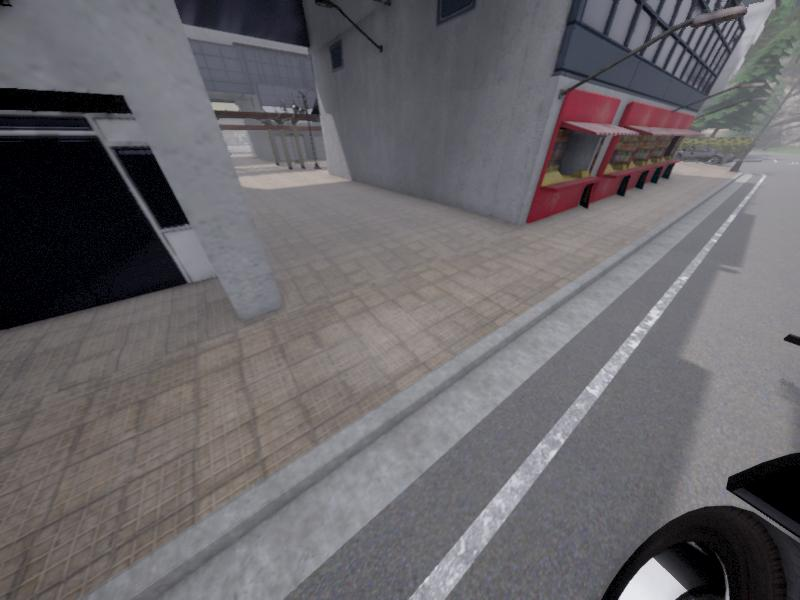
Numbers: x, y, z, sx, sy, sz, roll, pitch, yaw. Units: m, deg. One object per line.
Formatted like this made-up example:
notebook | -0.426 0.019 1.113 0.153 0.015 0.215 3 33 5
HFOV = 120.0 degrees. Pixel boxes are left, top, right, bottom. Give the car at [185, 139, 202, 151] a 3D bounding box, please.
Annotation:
car | -40.482 -30.378 45.301 1.905 1.878 3.866 -23 41 -29

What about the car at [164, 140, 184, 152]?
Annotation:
car | -42.566 -29.166 43.627 1.932 1.855 4.605 -23 41 -29

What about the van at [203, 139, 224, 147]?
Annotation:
van | -59.202 -49.887 73.389 4.480 2.038 2.069 -23 41 -29

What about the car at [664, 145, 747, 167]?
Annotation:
car | 28.018 -13.416 21.394 1.994 1.385 4.181 -15 39 -21

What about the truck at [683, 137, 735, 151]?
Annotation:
truck | 58.341 -29.622 43.855 2.390 2.098 6.274 7 36 11
